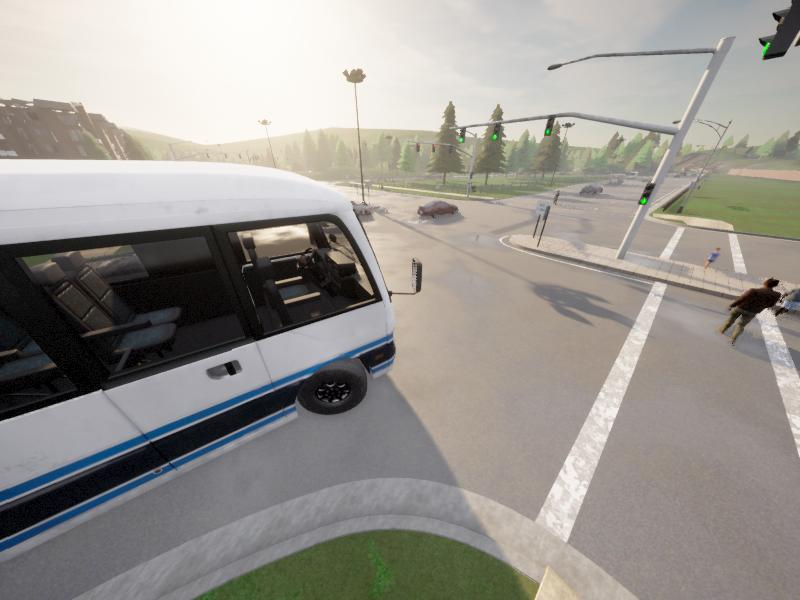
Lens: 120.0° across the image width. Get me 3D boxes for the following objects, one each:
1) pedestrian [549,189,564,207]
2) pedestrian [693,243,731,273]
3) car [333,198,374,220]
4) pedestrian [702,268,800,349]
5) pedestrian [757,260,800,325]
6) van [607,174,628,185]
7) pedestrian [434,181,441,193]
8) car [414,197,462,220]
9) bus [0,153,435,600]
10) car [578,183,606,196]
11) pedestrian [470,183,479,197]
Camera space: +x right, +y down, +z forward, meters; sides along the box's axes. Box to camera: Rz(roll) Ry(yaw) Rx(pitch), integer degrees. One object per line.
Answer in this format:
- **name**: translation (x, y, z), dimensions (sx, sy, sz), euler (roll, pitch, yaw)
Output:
- **pedestrian**: translation (18.588, -12.087, 27.393), dimensions (0.751, 1.860, 0.751), euler (-20, 36, -31)
- **pedestrian**: translation (13.566, -1.820, 10.064), dimensions (0.500, 1.100, 0.500), euler (21, 36, 31)
- **car**: translation (-4.595, -8.902, 22.415), dimensions (1.994, 1.385, 4.181), euler (-22, 37, -33)
- **pedestrian**: translation (9.148, 0.229, 6.060), dimensions (0.751, 1.860, 0.751), euler (26, 39, 37)
- **pedestrian**: translation (12.162, -0.295, 6.968), dimensions (0.751, 1.860, 0.751), euler (-23, 37, -34)
- **van**: translation (59.007, -32.704, 62.573), dimensions (6.366, 2.431, 2.351), euler (-23, 37, -34)
- **pedestrian**: translation (6.766, -20.312, 41.334), dimensions (0.751, 1.860, 0.751), euler (-20, 35, -30)
- **car**: translation (3.675, -8.888, 22.316), dimensions (4.674, 1.442, 1.812), euler (-23, 37, -34)
- **bus**: translation (-4.929, 0.651, 2.988), dimensions (10.273, 4.253, 3.944), euler (-18, 35, -28)
- **car**: translation (33.252, -19.175, 39.956), dimensions (5.027, 1.651, 2.152), euler (-23, 37, -34)
- **pedestrian**: translation (11.486, -17.027, 35.645), dimensions (0.751, 1.860, 0.751), euler (-20, 36, -31)
